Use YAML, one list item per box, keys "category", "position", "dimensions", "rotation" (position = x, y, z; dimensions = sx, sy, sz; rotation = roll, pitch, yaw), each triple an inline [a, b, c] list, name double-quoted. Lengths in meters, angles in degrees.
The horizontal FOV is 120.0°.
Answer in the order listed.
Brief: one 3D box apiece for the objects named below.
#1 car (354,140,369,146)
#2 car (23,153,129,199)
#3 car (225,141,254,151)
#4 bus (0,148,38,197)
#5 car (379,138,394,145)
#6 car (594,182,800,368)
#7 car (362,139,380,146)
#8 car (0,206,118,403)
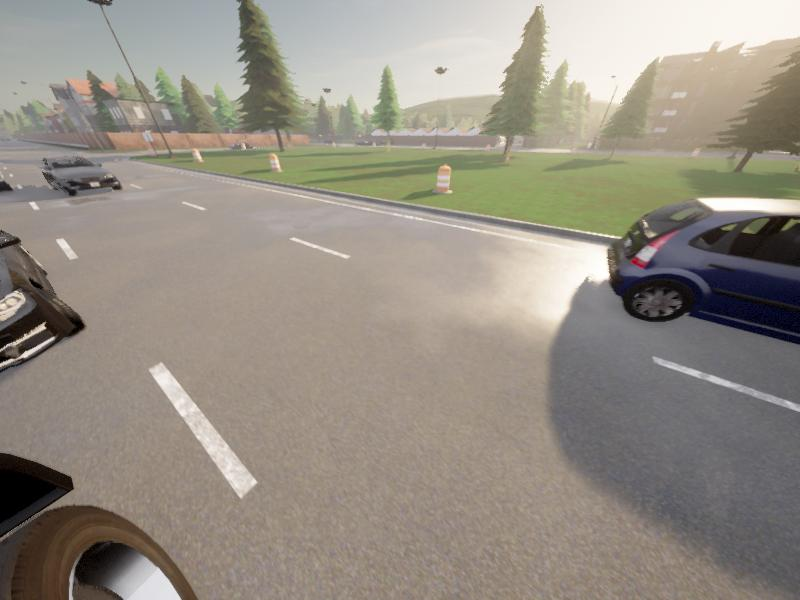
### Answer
- category: "car"
  position: [-10.918, -44.790, 65.848]
  dimensions: [3.806, 1.475, 1.970]
  rotation: [22, 41, 27]
- category: "car"
  position: [-15.377, -6.005, 10.988]
  dimensions: [4.193, 1.474, 1.816]
  rotation: [19, 40, 25]
- category: "car"
  position: [-30.523, -29.479, 44.026]
  dimensions: [1.970, 1.475, 3.806]
  rotation: [19, 39, 24]
- category: "bus"
  position: [-22.457, -7.520, 10.675]
  dimensions: [10.273, 4.253, 3.944]
  rotation: [22, 41, 27]
- category: "car"
  position: [-4.222, -49.673, 72.370]
  dimensions: [4.605, 1.855, 1.932]
  rotation: [22, 41, 27]
- category: "car"
  position: [5.286, -0.294, 2.949]
  dimensions: [3.988, 1.617, 1.851]
  rotation: [22, 40, 27]
- category: "car"
  position: [-8.551, -46.319, 67.979]
  dimensions: [4.902, 1.511, 2.128]
  rotation: [22, 41, 27]
- category: "car"
  position: [-6.235, -0.228, 2.868]
  dimensions: [4.902, 1.511, 2.128]
  rotation: [20, 41, 27]
